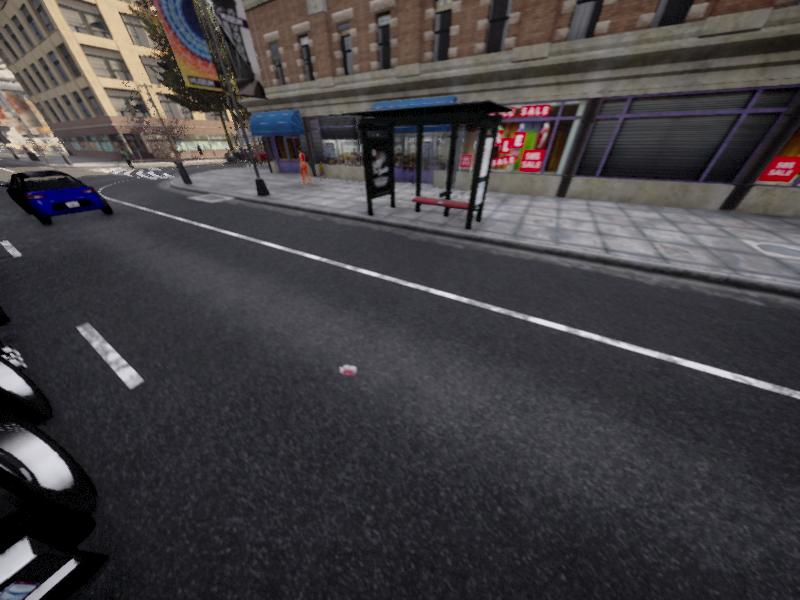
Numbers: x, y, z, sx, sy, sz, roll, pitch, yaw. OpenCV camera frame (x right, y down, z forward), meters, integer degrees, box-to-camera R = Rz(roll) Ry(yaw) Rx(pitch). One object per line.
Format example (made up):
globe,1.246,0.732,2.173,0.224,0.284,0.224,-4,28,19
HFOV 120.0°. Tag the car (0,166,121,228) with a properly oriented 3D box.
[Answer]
car,-12.907,-3.990,8.605,4.193,1.474,1.816,18,39,25

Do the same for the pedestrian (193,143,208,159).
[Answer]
pedestrian,-28.127,-20.999,32.591,0.751,1.860,0.751,20,40,27

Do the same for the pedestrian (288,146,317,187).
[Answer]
pedestrian,-5.265,-7.263,12.584,0.751,1.860,0.751,15,38,20

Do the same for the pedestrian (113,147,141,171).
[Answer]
pedestrian,-25.277,-13.051,21.394,0.751,1.860,0.751,18,39,24

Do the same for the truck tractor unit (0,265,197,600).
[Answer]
truck tractor unit,-5.116,-0.294,0.785,6.516,4.208,3.053,18,39,24

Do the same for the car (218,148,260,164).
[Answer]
car,-20.176,-18.273,29.180,1.845,1.501,3.633,17,38,23

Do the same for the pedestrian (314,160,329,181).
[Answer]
pedestrian,-4.923,-8.142,14.510,0.500,1.100,0.500,17,38,23
